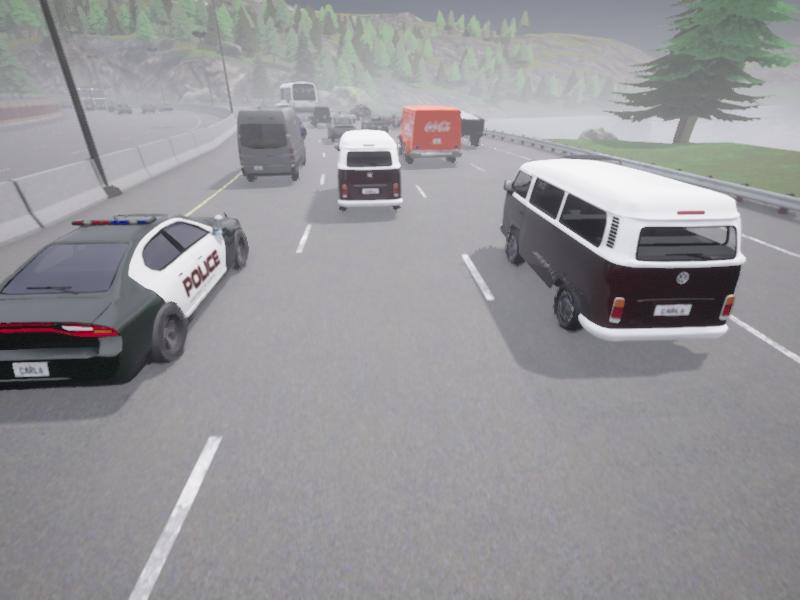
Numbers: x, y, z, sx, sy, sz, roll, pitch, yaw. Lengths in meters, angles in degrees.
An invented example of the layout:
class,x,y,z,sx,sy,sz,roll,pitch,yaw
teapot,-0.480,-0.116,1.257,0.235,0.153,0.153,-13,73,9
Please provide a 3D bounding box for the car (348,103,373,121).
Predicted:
class,x,y,z,sx,sy,sz,roll,pitch,yaw
car,-5.111,-24.271,51.619,1.932,1.855,4.605,-10,29,-19

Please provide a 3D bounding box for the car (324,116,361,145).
class,x,y,z,sx,sy,sz,roll,pitch,yaw
car,-4.218,-12.312,28.831,2.128,1.511,4.902,-6,28,-12

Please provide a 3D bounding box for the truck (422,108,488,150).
class,x,y,z,sx,sy,sz,roll,pitch,yaw
truck,3.452,-11.575,26.774,2.390,2.098,6.274,-5,28,-10

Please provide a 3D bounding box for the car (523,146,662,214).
class,x,y,z,sx,sy,sz,roll,pitch,yaw
car,5.963,-4.124,13.206,1.895,1.301,4.718,-3,27,-5

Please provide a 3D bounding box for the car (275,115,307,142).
class,x,y,z,sx,sy,sz,roll,pitch,yaw
car,-8.168,-13.009,30.155,2.007,1.525,4.514,-6,28,-12

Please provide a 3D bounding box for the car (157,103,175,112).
class,x,y,z,sx,sy,sz,roll,pitch,yaw
car,-43.020,-35.392,73.534,1.816,1.474,4.193,-19,33,-33

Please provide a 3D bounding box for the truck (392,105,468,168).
class,x,y,z,sx,sy,sz,roll,pitch,yaw
truck,1.269,-8.419,20.246,2.627,2.467,5.204,-4,28,-8

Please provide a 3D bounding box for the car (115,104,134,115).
class,x,y,z,sx,sy,sz,roll,pitch,yaw
car,-45.268,-31.345,65.714,2.007,1.525,4.514,-17,32,-29

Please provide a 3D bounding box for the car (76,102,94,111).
class,x,y,z,sx,sy,sz,roll,pitch,yaw
car,-61.970,-38.106,78.708,1.851,1.617,3.988,-23,35,-38

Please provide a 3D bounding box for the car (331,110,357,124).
class,x,y,z,sx,sy,sz,roll,pitch,yaw
car,-6.558,-21.317,46.521,1.895,1.301,4.718,-10,29,-18

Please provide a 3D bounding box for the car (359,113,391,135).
class,x,y,z,sx,sy,sz,roll,pitch,yaw
car,-2.207,-15.149,34.374,1.816,1.474,4.193,-7,28,-13

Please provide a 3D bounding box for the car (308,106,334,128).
class,x,y,z,sx,sy,sz,roll,pitch,yaw
car,-8.042,-18.678,40.752,1.905,1.878,3.866,-8,29,-16

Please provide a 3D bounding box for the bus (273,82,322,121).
class,x,y,z,sx,sy,sz,roll,pitch,yaw
bus,-13.733,-26.321,52.984,3.944,4.253,10.273,-11,29,-21

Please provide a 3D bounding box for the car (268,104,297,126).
class,x,y,z,sx,sy,sz,roll,pitch,yaw
car,-12.837,-20.219,43.548,2.150,2.045,5.566,-10,28,-18

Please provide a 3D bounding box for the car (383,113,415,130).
class,x,y,z,sx,sy,sz,roll,pitch,yaw
car,-0.171,-17.665,39.453,1.895,1.301,4.718,-8,28,-15

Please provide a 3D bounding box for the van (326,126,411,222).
class,x,y,z,sx,sy,sz,roll,pitch,yaw
van,-0.991,-4.063,12.260,2.069,2.038,4.480,-3,27,-5

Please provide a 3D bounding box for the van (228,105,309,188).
class,x,y,z,sx,sy,sz,roll,pitch,yaw
van,-5.147,-6.619,16.666,1.988,2.561,5.915,-4,28,-7

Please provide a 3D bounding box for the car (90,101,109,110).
class,x,y,z,sx,sy,sz,roll,pitch,yaw
car,-63.105,-40.835,84.080,4.514,1.525,2.007,24,36,39

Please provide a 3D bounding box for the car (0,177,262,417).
class,x,y,z,sx,sy,sz,roll,pitch,yaw
car,-3.876,-0.602,6.106,2.038,1.542,4.974,-2,28,-3

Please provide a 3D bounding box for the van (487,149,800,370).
class,x,y,z,sx,sy,sz,roll,pitch,yaw
van,3.099,-1.095,6.513,2.069,2.038,4.480,-1,27,-3

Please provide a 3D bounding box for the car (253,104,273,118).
class,x,y,z,sx,sy,sz,roll,pitch,yaw
car,-19.768,-27.324,57.803,1.851,1.617,3.988,-13,30,-24
